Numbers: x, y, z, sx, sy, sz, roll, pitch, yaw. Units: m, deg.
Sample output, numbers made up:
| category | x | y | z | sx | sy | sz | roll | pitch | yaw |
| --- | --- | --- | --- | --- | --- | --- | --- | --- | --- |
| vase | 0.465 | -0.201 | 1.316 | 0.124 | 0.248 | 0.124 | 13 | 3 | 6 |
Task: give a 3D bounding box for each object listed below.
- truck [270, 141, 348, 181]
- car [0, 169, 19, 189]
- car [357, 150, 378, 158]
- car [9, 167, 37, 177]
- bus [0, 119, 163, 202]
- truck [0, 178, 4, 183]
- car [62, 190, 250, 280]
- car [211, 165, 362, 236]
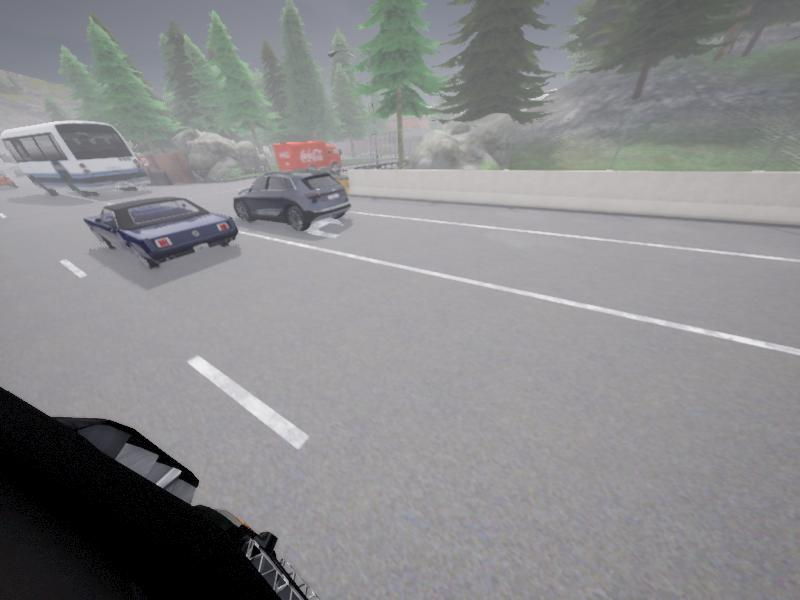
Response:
| category | x | y | z | sx | sy | sz | roll | pitch | yaw |
| --- | --- | --- | --- | --- | --- | --- | --- | --- | --- |
| truck | -7.278 | -11.683 | 19.271 | 2.627 | 2.467 | 5.204 | 17 | 39 | 27 |
| car | -44.088 | -13.028 | 24.942 | 4.553 | 1.767 | 2.097 | 16 | 38 | 26 |
| car | -7.808 | -35.316 | 55.718 | 4.674 | 1.442 | 1.812 | 16 | 38 | 26 |
| car | -75.645 | -25.697 | 46.415 | 4.792 | 1.488 | 2.163 | 23 | 42 | 33 |
| bus | -23.957 | -10.121 | 16.938 | 10.273 | 4.253 | 3.944 | 12 | 38 | 20 |
| truck | -62.284 | -19.203 | 33.649 | 8.468 | 3.827 | 2.891 | 18 | 39 | 28 |
| car | -6.619 | -2.034 | 6.263 | 4.718 | 1.301 | 1.895 | 16 | 38 | 26 |
| car | -4.001 | -3.672 | 8.204 | 4.856 | 1.649 | 2.033 | 15 | 38 | 27 |
